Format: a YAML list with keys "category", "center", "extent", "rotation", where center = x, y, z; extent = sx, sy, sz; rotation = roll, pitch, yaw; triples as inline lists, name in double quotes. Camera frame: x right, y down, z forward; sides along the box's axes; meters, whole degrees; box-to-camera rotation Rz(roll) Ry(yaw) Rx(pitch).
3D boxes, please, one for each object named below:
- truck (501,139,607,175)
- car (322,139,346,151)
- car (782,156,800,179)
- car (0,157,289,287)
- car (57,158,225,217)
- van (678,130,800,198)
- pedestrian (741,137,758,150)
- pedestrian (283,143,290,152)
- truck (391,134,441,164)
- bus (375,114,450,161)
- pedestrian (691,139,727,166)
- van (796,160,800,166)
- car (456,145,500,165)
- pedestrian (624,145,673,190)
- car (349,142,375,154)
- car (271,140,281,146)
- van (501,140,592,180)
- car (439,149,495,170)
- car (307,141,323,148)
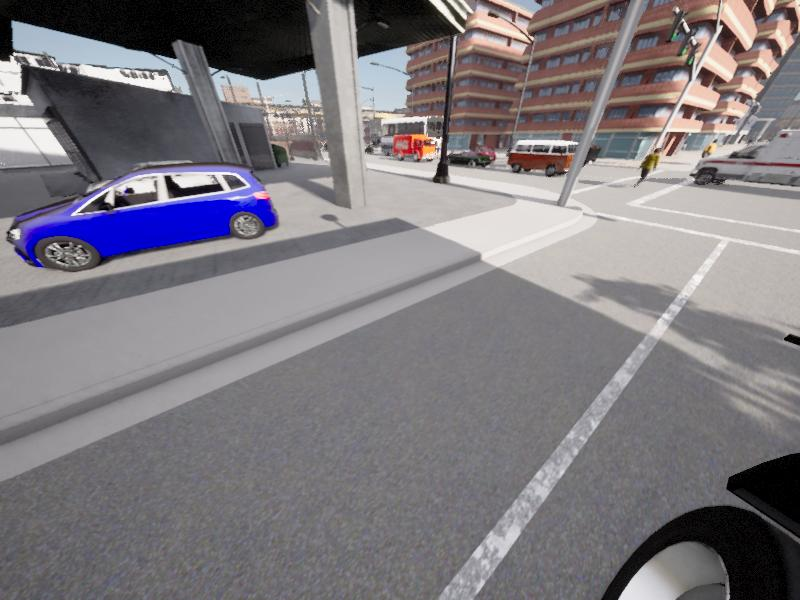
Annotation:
- category: "truck"
  center: [11.889, -11.661, 18.533]
  extent: [2.390, 2.098, 6.274]
  rotation: [-24, 41, -29]
- category: "car"
  center: [-13.597, -31.876, 47.441]
  extent: [2.150, 2.045, 5.566]
  rotation: [-25, 42, -30]
- category: "car"
  center: [27.152, -8.651, 14.778]
  extent: [4.181, 1.385, 1.994]
  rotation: [-18, 39, -24]
- category: "car"
  center: [-5.538, -2.207, 5.431]
  extent: [4.611, 1.667, 2.242]
  rotation: [-22, 41, -28]
- category: "car"
  center: [-9.457, -4.521, 9.023]
  extent: [3.806, 1.475, 1.970]
  rotation: [-22, 41, -28]
- category: "van"
  center: [18.288, -6.253, 10.529]
  extent: [2.351, 2.431, 6.366]
  rotation: [-13, 37, -18]
- category: "pedestrian"
  center: [58.574, -26.243, 38.741]
  extent: [0.751, 1.860, 0.751]
  rotation: [-24, 41, -29]
- category: "pedestrian"
  center: [-20.159, -27.133, 41.115]
  extent: [0.751, 1.300, 0.751]
  rotation: [-20, 40, -26]
- category: "truck"
  center: [1.599, -16.695, 25.432]
  extent: [2.627, 2.467, 5.204]
  rotation: [-23, 41, -28]
- category: "bus"
  center: [1.147, -21.075, 30.107]
  extent: [3.944, 4.253, 10.273]
  rotation: [-23, 41, -28]
- category: "pedestrian"
  center: [25.398, -12.161, 19.035]
  extent: [0.751, 1.860, 0.751]
  rotation: [5, 36, 8]
- category: "van"
  center: [37.009, -12.758, 19.946]
  extent: [4.480, 2.038, 2.069]
  rotation: [-22, 40, -28]
- category: "car"
  center: [7.844, -14.808, 23.522]
  extent: [1.845, 1.501, 3.633]
  rotation: [-23, 41, -28]
- category: "pedestrian"
  center: [12.398, -6.651, 11.589]
  extent: [0.751, 1.860, 0.751]
  rotation: [-15, 38, -20]
- category: "car"
  center: [-6.615, -26.299, 39.935]
  extent: [2.038, 1.542, 4.974]
  rotation: [-23, 41, -29]
- category: "car"
  center: [-44.381, -56.147, 82.549]
  extent: [1.801, 1.575, 5.366]
  rotation: [-21, 40, -27]
- category: "van"
  center: [9.914, -9.896, 16.096]
  extent: [2.069, 2.038, 4.480]
  rotation: [-23, 41, -29]
- category: "car"
  center: [5.888, -12.823, 20.925]
  extent: [1.895, 1.301, 4.718]
  rotation: [-23, 41, -29]
- category: "car"
  center: [-23.900, -43.659, 64.793]
  extent: [3.806, 1.475, 1.970]
  rotation: [-6, 36, -7]
